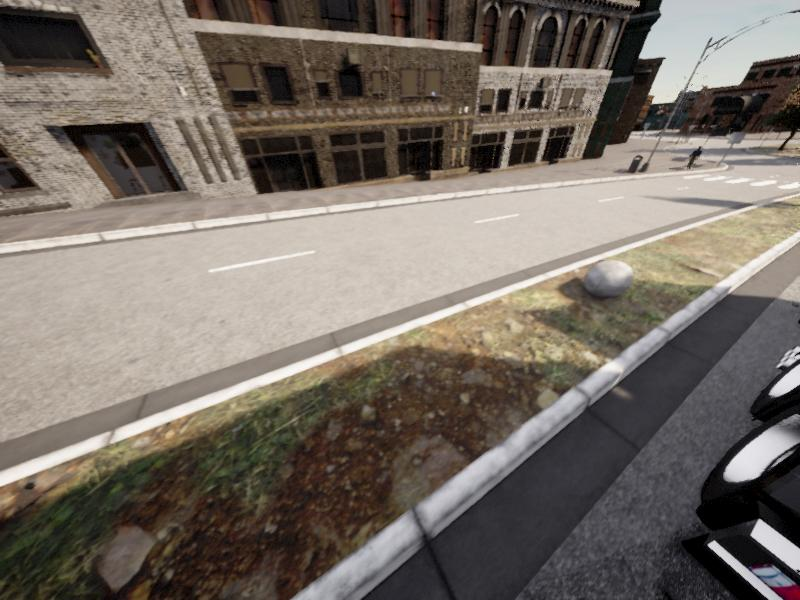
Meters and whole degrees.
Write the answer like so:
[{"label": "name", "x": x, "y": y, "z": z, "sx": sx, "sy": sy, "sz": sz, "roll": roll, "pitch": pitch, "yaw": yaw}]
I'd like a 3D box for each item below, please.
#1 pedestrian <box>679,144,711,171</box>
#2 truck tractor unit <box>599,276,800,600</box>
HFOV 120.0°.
[{"label": "pedestrian", "x": 24.815, "y": -11.979, "z": 19.463, "sx": 0.751, "sy": 1.860, "sz": 0.751, "roll": -22, "pitch": 40, "yaw": -23}, {"label": "truck tractor unit", "x": 5.139, "y": -0.270, "z": 0.753, "sx": 6.516, "sy": 4.208, "sz": 3.053, "roll": -17, "pitch": 39, "yaw": -23}]
